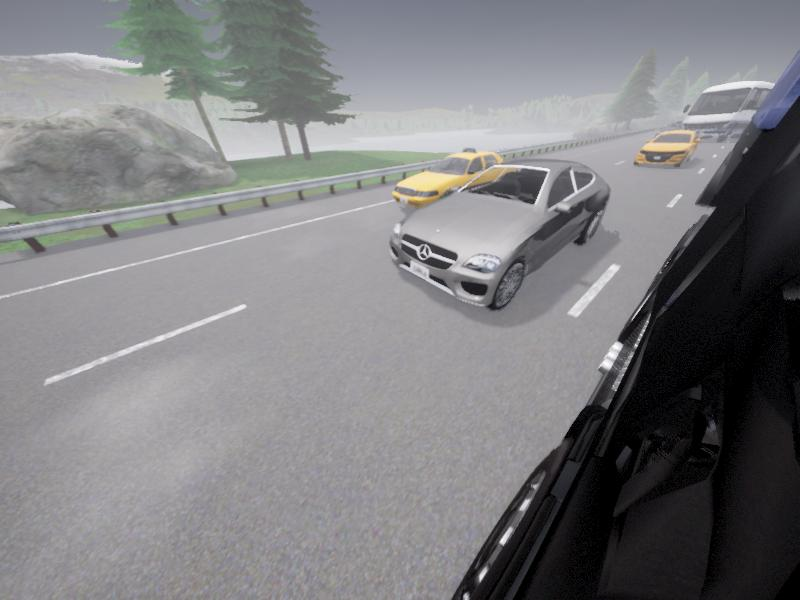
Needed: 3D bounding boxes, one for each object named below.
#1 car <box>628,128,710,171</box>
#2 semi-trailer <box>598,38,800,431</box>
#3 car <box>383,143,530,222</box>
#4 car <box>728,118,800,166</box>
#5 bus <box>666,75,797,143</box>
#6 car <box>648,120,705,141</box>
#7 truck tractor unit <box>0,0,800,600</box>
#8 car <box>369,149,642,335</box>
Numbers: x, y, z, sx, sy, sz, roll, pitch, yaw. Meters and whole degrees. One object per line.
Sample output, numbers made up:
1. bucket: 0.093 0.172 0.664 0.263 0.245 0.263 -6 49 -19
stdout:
1. car: 14.940 -8.446 12.786 5.008 1.535 1.882 -28 43 -30
2. semi-trailer: 8.685 -3.607 4.252 14.254 4.402 2.717 -28 43 -30
3. car: 2.157 -4.386 8.127 5.366 1.575 1.801 -28 43 -30
4. car: 19.865 -8.453 12.246 4.553 1.767 2.097 -28 43 -30
5. bus: 31.594 -17.882 22.128 10.273 4.253 3.944 -20 39 -23
6. car: 29.984 -18.390 25.089 4.611 1.667 2.242 -20 39 -22
7. truck tractor unit: 2.645 -0.295 0.351 6.516 4.208 3.053 -28 44 -30
8. car: 2.193 -1.702 4.467 5.027 1.651 2.152 -28 43 -30
